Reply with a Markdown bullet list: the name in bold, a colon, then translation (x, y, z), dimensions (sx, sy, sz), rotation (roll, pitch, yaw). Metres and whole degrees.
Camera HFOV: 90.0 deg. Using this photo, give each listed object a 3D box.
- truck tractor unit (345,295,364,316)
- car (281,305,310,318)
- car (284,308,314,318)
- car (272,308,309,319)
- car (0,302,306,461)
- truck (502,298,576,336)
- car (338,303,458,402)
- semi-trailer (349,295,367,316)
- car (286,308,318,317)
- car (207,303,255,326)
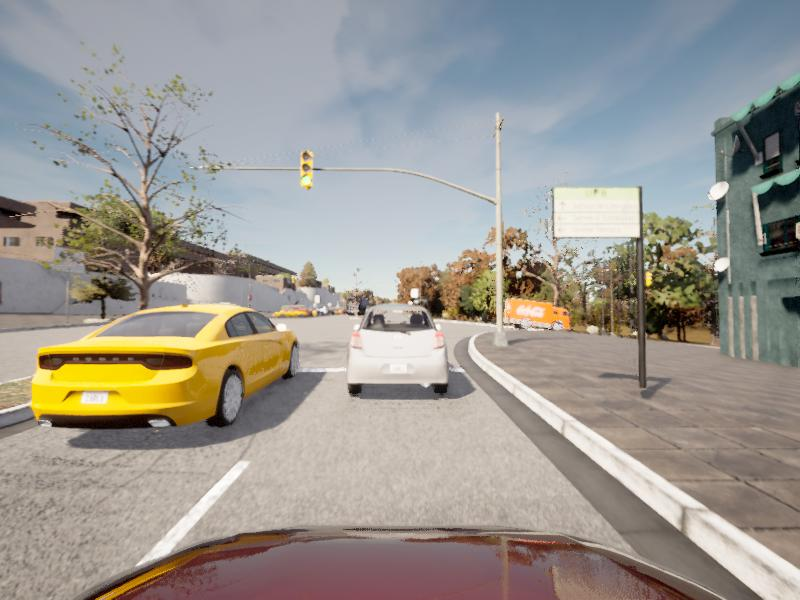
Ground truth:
- **truck tractor unit**: translation (-9.321, 1.160, 82.451), dimensions (3.053, 4.208, 6.516), rotation (0, -2, 0)
- **car**: translation (-17.186, 1.897, 65.520), dimensions (4.442, 1.987, 1.878), rotation (0, -2, -20)
- **car**: translation (-17.333, 2.220, 68.440), dimensions (4.792, 1.488, 2.163), rotation (0, -1, -20)
- **car**: translation (-17.104, 2.052, 62.558), dimensions (5.366, 1.575, 1.946), rotation (0, -2, -20)
- **car**: translation (-3.039, 0.817, 6.437), dimensions (1.882, 1.535, 5.008), rotation (0, 0, 0)
- **truck**: translation (11.790, 1.434, 34.271), dimensions (5.204, 2.467, 2.627), rotation (8, -2, 3)
- **car**: translation (-0.046, 0.821, 7.971), dimensions (1.845, 1.501, 3.633), rotation (0, 0, 0)
- **semi-trailer**: translation (-9.357, 1.273, 90.371), dimensions (2.717, 4.402, 14.254), rotation (0, -2, 0)
- **car**: translation (-17.497, 2.255, 71.369), dimensions (5.366, 1.575, 1.946), rotation (0, -1, -20)
- **car**: translation (-12.003, 1.057, 28.631), dimensions (1.845, 1.501, 3.633), rotation (1, -2, 0)
